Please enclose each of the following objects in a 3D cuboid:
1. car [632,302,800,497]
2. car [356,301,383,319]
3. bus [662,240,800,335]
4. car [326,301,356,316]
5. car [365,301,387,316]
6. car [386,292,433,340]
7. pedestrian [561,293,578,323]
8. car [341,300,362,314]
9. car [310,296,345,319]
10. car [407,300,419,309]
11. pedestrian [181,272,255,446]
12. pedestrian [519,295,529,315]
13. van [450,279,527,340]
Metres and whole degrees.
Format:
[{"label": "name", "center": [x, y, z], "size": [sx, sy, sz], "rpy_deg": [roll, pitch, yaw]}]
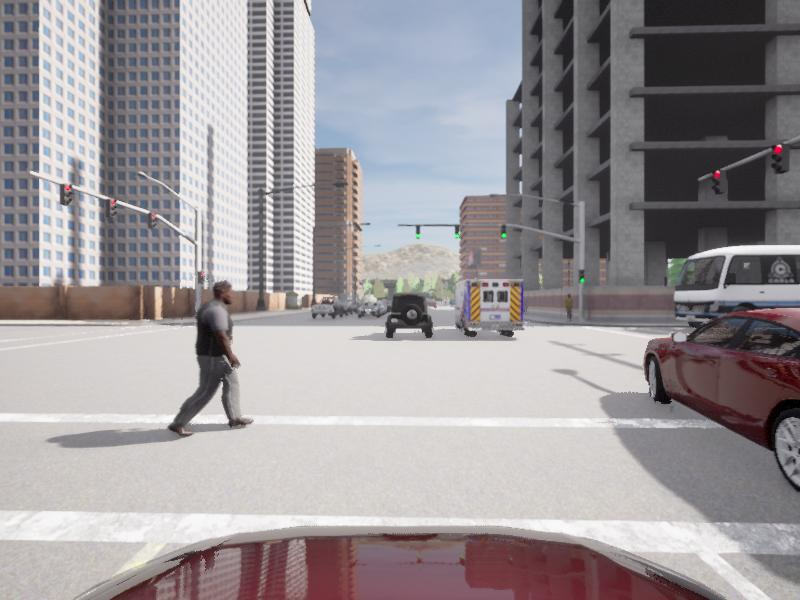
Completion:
[{"label": "car", "center": [4.481, 0.820, 4.452], "size": [1.882, 1.535, 5.008], "rpy_deg": [0, 0, 13]}, {"label": "car", "center": [-2.632, 0.831, 35.718], "size": [1.970, 1.475, 3.806], "rpy_deg": [0, 0, 3]}, {"label": "bus", "center": [19.458, -0.546, 19.840], "size": [10.273, 4.253, 3.944], "rpy_deg": [0, 0, 2]}, {"label": "car", "center": [-5.941, 0.825, 40.663], "size": [2.163, 1.488, 4.792], "rpy_deg": [0, 0, 2]}, {"label": "car", "center": [-2.409, 0.844, 41.427], "size": [1.812, 1.442, 4.674], "rpy_deg": [0, 0, 2]}, {"label": "car", "center": [0.409, 0.634, 17.856], "size": [1.905, 1.878, 3.866], "rpy_deg": [0, 0, 1]}, {"label": "pedestrian", "center": [10.634, 0.470, 25.118], "size": [0.751, 1.860, 0.751], "rpy_deg": [0, 0, 7]}, {"label": "car", "center": [-5.680, 0.758, 47.106], "size": [1.851, 1.617, 3.988], "rpy_deg": [0, 0, 2]}, {"label": "car", "center": [-6.157, 0.630, 34.514], "size": [1.932, 1.855, 4.605], "rpy_deg": [0, 0, 4]}, {"label": "car", "center": [2.332, 0.808, 71.402], "size": [2.128, 1.511, 4.902], "rpy_deg": [0, 0, 2]}, {"label": "pedestrian", "center": [-2.172, 0.634, 4.795], "size": [0.751, 1.860, 0.751], "rpy_deg": [0, 0, -25]}, {"label": "pedestrian", "center": [11.793, 0.464, 38.013], "size": [0.751, 1.860, 0.751], "rpy_deg": [0, 0, 5]}, {"label": "van", "center": [3.932, 0.366, 19.148], "size": [2.351, 2.431, 6.366], "rpy_deg": [0, 0, 1]}]
